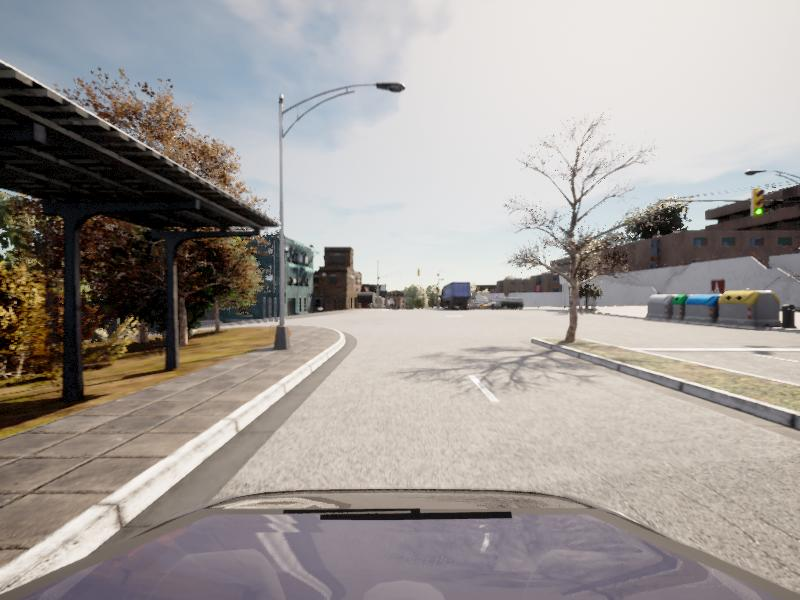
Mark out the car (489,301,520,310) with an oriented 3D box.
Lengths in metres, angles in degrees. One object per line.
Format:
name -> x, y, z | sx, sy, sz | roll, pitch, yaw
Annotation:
car -> 16.928, 0.924, 64.826 | 4.674, 1.452, 2.002 | 1, -2, -20

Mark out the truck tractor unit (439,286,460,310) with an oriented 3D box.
truck tractor unit -> 8.858, -0.282, 72.534 | 3.053, 4.208, 6.516 | 0, -1, 0

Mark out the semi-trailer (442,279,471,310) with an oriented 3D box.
semi-trailer -> 8.868, -0.573, 64.621 | 2.717, 4.402, 14.254 | 0, -1, 0

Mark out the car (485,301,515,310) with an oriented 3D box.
car -> 16.937, 0.995, 67.799 | 4.674, 1.452, 2.002 | 1, -1, -20

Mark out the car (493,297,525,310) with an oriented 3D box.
car -> 16.825, 0.584, 61.809 | 4.442, 1.987, 1.878 | 1, -1, -20

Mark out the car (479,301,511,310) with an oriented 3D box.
car -> 16.762, 1.020, 70.713 | 5.366, 1.575, 1.946 | 1, -1, -20
